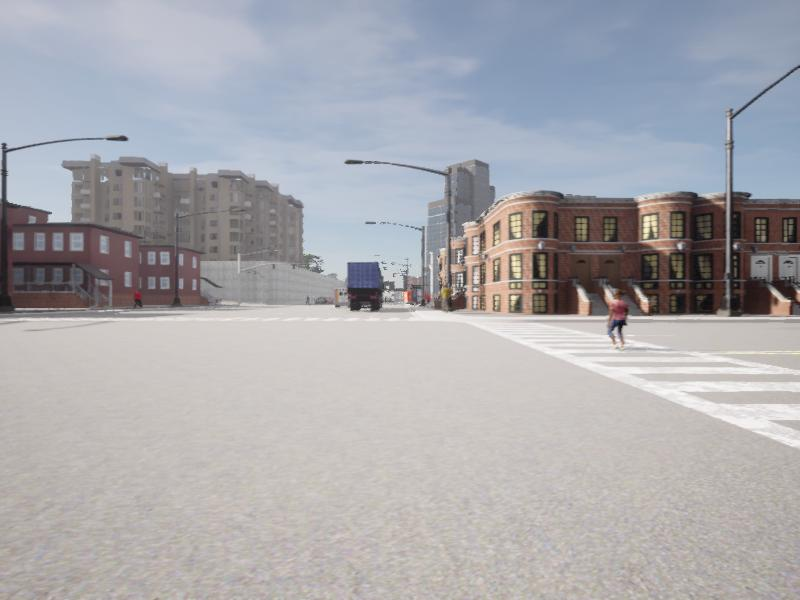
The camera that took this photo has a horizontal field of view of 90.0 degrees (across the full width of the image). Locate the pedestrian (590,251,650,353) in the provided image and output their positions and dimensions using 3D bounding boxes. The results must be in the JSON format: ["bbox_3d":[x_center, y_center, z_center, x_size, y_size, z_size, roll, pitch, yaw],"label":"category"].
[{"bbox_3d":[4.217,0.037,7.714,0.751,1.860,0.751,0,0,0],"label":"pedestrian"}]

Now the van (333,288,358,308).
[{"bbox_3d":[-6.879,-0.221,51.372,2.351,2.431,6.366,0,0,0],"label":"van"}]

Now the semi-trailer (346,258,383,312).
[{"bbox_3d":[-3.162,-1.211,39.478,2.717,4.402,14.254,0,0,-1],"label":"semi-trailer"}]

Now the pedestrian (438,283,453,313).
[{"bbox_3d":[2.814,-0.115,24.754,0.751,1.860,0.751,0,0,-6],"label":"pedestrian"}]

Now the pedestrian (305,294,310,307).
[{"bbox_3d":[-13.828,0.039,59.759,0.751,1.860,0.751,0,0,-8],"label":"pedestrian"}]

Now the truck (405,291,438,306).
[{"bbox_3d":[3.606,-0.247,68.385,5.204,2.467,2.627,0,-1,-10],"label":"truck"}]

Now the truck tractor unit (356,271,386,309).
[{"bbox_3d":[-3.327,-1.108,47.405,3.053,4.208,6.516,-1,0,-1],"label":"truck tractor unit"}]

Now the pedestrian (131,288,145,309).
[{"bbox_3d":[-23.539,-0.113,35.994,0.751,1.860,0.751,0,0,-1],"label":"pedestrian"}]
